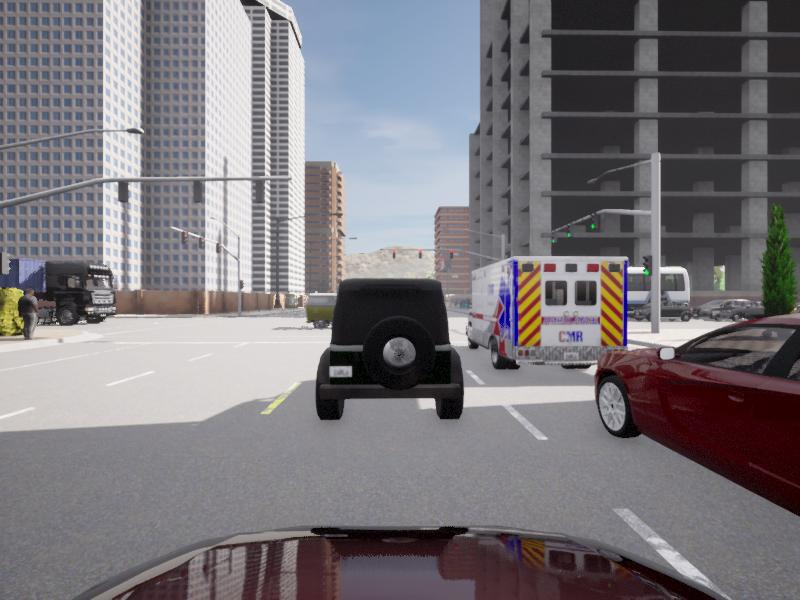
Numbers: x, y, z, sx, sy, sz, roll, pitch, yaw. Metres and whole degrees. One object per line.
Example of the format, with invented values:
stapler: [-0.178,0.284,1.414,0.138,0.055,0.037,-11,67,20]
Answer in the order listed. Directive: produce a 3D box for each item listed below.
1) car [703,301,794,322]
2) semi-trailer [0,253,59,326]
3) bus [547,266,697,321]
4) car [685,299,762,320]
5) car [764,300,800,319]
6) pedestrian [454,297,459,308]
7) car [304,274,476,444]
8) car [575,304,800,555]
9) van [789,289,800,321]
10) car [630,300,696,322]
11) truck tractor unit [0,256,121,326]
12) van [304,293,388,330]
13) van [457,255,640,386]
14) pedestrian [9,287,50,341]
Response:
car: [25.877,0.836,29.830,4.902,1.511,2.128,0,0,-1]
semi-trailer: [-30.051,-0.618,25.591,14.254,4.402,2.717,0,0,1]
bus: [18.010,-0.535,33.064,10.273,4.253,3.944,0,0,-1]
car: [26.870,0.756,33.351,4.611,1.667,2.242,0,0,-1]
car: [33.951,0.803,33.484,5.366,1.575,1.801,0,0,-1]
pedestrian: [10.041,0.485,71.223,0.751,1.860,0.751,0,0,1]
car: [-0.157,0.646,6.375,1.905,1.878,3.866,0,0,-2]
car: [3.422,0.823,3.069,1.882,1.535,5.008,0,0,-1]
van: [33.477,0.378,29.976,6.366,2.431,2.351,0,0,-1]
car: [19.451,0.815,29.711,3.705,1.549,1.789,0,0,-1]
truck tractor unit: [-22.136,-0.520,25.527,6.516,4.208,3.053,0,0,0]
van: [-2.896,0.600,22.291,4.442,1.987,1.775,0,0,-1]
van: [3.229,0.378,10.624,2.351,2.431,6.366,0,0,-2]
pedestrian: [-13.168,0.485,14.233,0.751,1.860,0.751,0,0,11]
